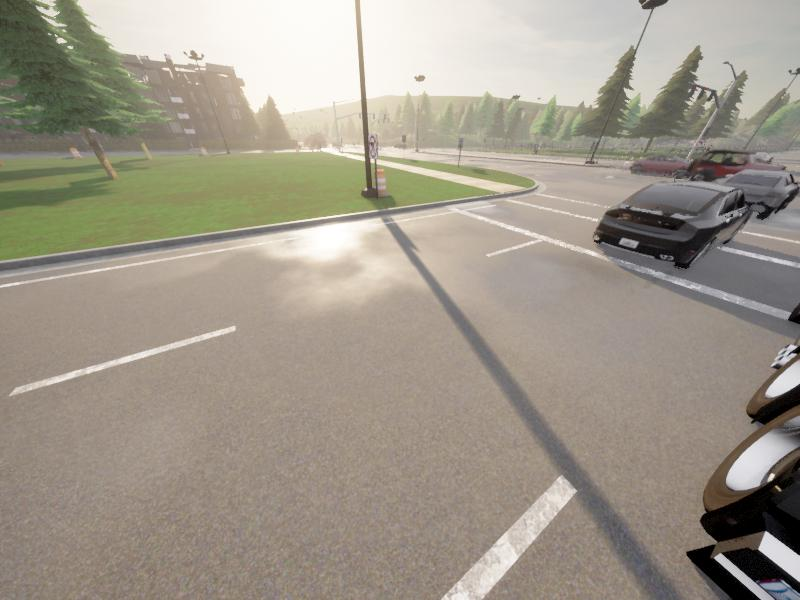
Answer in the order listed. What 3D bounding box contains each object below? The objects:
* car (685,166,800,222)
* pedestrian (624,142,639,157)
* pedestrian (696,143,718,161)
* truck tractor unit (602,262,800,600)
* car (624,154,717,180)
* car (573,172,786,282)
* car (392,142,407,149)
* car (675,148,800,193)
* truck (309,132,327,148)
[{"bbox_3d":[13.842,-4.312,9.092,4.181,1.385,1.994,-18,39,-24],"label":"car"},{"bbox_3d":[35.142,-22.799,35.053,0.751,1.860,0.751,-15,38,-21],"label":"pedestrian"},{"bbox_3d":[38.649,-18.618,29.073,0.751,1.860,0.751,-16,38,-21],"label":"pedestrian"},{"bbox_3d":[5.106,-0.306,0.786,6.516,4.208,3.053,-18,39,-24],"label":"truck tractor unit"},{"bbox_3d":[20.863,-10.533,18.077,1.994,1.385,4.181,-18,39,-24],"label":"car"},{"bbox_3d":[6.964,-2.113,5.775,4.892,1.490,1.837,-18,39,-24],"label":"car"},{"bbox_3d":[-0.130,-45.314,67.636,1.930,1.638,5.238,-18,39,-24],"label":"car"},{"bbox_3d":[19.799,-7.757,13.626,1.905,1.878,3.866,-18,38,-24],"label":"car"},{"bbox_3d":[-26.220,-50.983,73.683,2.891,3.827,8.468,-18,39,-25],"label":"truck"}]
